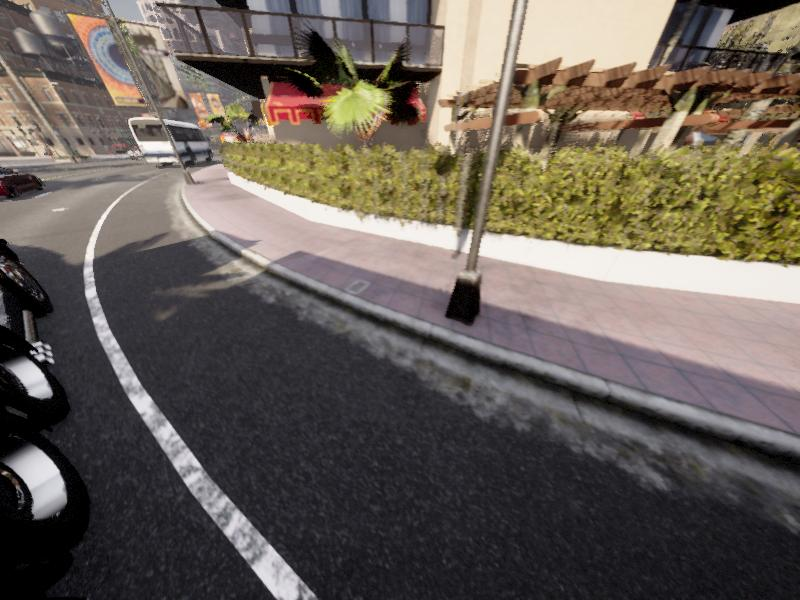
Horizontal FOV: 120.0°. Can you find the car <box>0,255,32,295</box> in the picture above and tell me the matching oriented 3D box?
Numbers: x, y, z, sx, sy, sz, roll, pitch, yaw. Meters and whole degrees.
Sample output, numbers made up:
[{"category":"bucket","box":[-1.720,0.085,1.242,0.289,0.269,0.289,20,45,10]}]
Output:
[{"category":"car","box":[-10.129,-1.018,4.223,5.366,1.575,1.801,13,37,17]}]

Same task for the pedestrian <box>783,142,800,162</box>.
[{"category":"pedestrian","box":[45.642,-16.972,26.493,0.751,1.860,0.751,-3,35,-4]}]

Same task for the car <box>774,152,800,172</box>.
[{"category":"car","box":[35.890,-11.156,18.827,2.033,1.411,5.357,-7,35,-9]}]

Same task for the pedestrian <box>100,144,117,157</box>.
[{"category":"pedestrian","box":[-49.329,-25.308,39.090,0.751,1.860,0.751,-4,35,-5]}]

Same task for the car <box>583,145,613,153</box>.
[{"category":"car","box":[42.893,-32.775,50.086,4.792,1.488,2.163,-9,36,-12]}]

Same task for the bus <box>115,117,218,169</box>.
[{"category":"bus","box":[-26.416,-18.581,27.413,3.944,4.253,10.273,-11,36,-14]}]

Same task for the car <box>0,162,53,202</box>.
[{"category":"car","box":[-20.583,-5.996,11.662,1.994,1.385,4.181,-22,40,-28]}]

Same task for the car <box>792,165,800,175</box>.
[{"category":"car","box":[32.860,-9.792,16.676,1.851,1.617,3.988,-7,35,-9]}]

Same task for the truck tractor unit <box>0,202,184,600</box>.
[{"category":"truck tractor unit","box":[-5.013,-0.381,0.935,6.516,4.208,3.053,22,41,29]}]

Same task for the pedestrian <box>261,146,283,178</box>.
[{"category":"pedestrian","box":[-8.882,-9.586,16.065,0.751,1.860,0.751,-22,40,-28]}]

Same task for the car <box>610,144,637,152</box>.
[{"category":"car","box":[52.901,-35.971,54.698,4.674,1.442,1.812,-7,35,-9]}]
